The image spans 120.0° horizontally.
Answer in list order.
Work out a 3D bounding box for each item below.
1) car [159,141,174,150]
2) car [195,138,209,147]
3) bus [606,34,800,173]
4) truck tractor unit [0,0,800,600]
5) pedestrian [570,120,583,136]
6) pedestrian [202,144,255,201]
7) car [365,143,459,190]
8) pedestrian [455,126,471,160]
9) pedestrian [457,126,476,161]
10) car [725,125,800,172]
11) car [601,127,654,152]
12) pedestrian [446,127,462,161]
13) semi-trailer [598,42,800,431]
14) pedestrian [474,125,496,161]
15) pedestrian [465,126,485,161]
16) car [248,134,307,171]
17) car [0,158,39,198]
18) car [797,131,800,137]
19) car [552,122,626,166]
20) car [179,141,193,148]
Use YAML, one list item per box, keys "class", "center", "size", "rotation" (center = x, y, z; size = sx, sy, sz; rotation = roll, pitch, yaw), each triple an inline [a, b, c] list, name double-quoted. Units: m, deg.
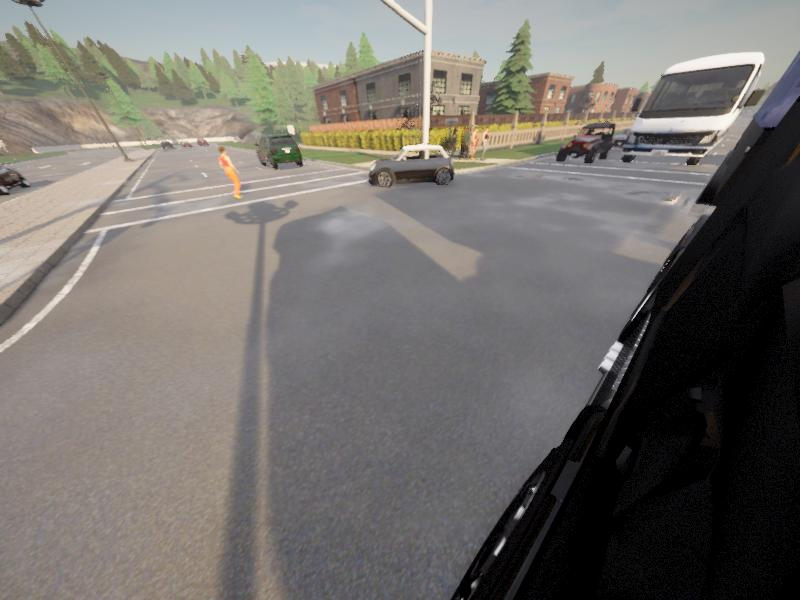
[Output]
- class: "car"
  center: [-52.540, -34.877, 52.044]
  size: [1.837, 1.490, 4.892]
  rotation: [-27, 43, -29]
- class: "car"
  center: [-49.789, -39.692, 58.053]
  size: [2.097, 1.767, 4.553]
  rotation: [-26, 43, -28]
- class: "bus"
  center: [16.707, -10.473, 13.029]
  size: [10.273, 4.253, 3.944]
  rotation: [-28, 44, -30]
- class: "truck tractor unit"
  center: [2.645, -0.295, 0.351]
  size: [6.516, 4.208, 3.053]
  rotation: [-28, 44, -30]
- class: "pedestrian"
  center: [25.593, -24.987, 33.516]
  size: [0.751, 1.860, 0.751]
  rotation: [-29, 44, -30]
- class: "pedestrian"
  center: [-6.751, -5.051, 9.191]
  size: [0.751, 1.860, 0.751]
  rotation: [13, 39, 19]
- class: "car"
  center: [0.506, -6.111, 10.520]
  size: [3.806, 1.475, 1.970]
  rotation: [-1, 37, 2]
- class: "pedestrian"
  center: [4.289, -10.709, 15.799]
  size: [0.751, 1.860, 0.751]
  rotation: [3, 37, 7]
- class: "pedestrian"
  center: [4.389, -10.334, 15.294]
  size: [0.751, 1.860, 0.751]
  rotation: [25, 45, 32]
- class: "car"
  center: [18.461, -7.619, 11.405]
  size: [4.902, 1.511, 2.128]
  rotation: [-28, 44, -30]
- class: "car"
  center: [18.662, -13.185, 18.924]
  size: [4.181, 1.385, 1.994]
  rotation: [-29, 44, -30]
- class: "pedestrian"
  center: [3.668, -10.614, 15.710]
  size: [0.751, 1.860, 0.751]
  rotation: [9, 38, 15]
- class: "semi-trailer"
  center: [8.690, -3.609, 4.238]
  size: [14.254, 4.402, 2.717]
  rotation: [-28, 44, -30]
- class: "pedestrian"
  center: [5.465, -10.072, 14.879]
  size: [0.751, 1.860, 0.751]
  rotation: [25, 45, 32]
- class: "pedestrian"
  center: [4.942, -10.365, 15.301]
  size: [0.751, 1.860, 0.751]
  rotation: [21, 43, 28]
- class: "car"
  center: [-9.512, -11.495, 17.829]
  size: [2.150, 2.045, 5.566]
  rotation: [-27, 43, -29]
- class: "car"
  center: [-22.996, -6.640, 12.654]
  size: [2.163, 1.488, 4.792]
  rotation: [-28, 44, -29]
- class: "car"
  center: [39.515, -16.142, 21.500]
  size: [3.806, 1.475, 1.970]
  rotation: [-28, 44, -30]
- class: "car"
  center: [11.578, -9.634, 14.186]
  size: [3.866, 1.878, 1.905]
  rotation: [-28, 44, -28]
- class: "car"
  center: [-50.923, -36.977, 54.906]
  size: [1.895, 1.301, 4.718]
  rotation: [-27, 43, -29]
